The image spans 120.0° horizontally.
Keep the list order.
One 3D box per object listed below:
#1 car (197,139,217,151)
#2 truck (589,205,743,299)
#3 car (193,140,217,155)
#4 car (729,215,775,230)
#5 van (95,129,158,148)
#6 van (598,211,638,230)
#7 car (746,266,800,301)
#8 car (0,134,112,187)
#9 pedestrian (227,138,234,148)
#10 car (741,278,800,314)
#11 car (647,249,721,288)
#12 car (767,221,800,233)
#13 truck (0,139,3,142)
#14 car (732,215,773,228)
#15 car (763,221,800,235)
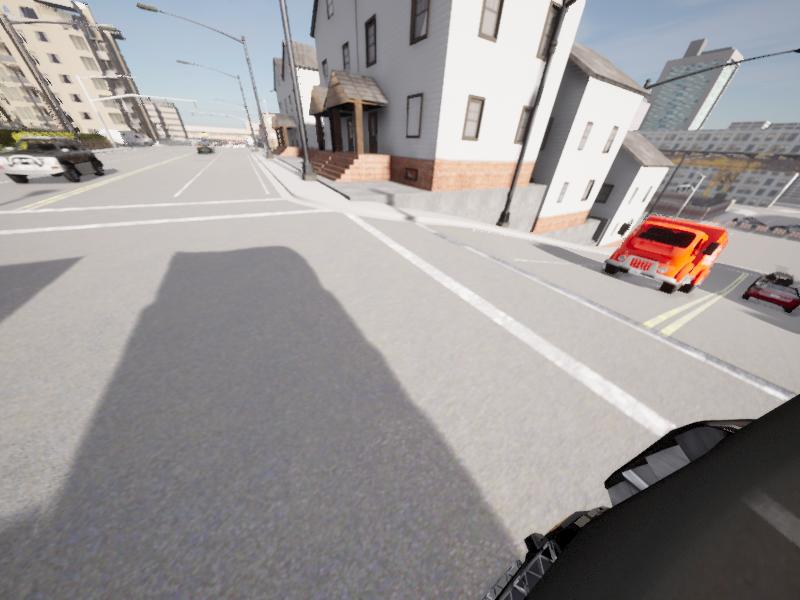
[{"bbox_3d":[-35.535,-28.473,42.456,1.851,1.617,3.988,-26,43,-36],"label":"car"},{"bbox_3d":[10.844,-1.873,9.429,5.204,2.467,2.627,-3,31,-34],"label":"truck"},{"bbox_3d":[-29.361,-23.082,34.922,2.038,1.542,4.974,-16,39,-26],"label":"car"},{"bbox_3d":[68.091,-15.106,44.805,2.038,1.542,4.974,10,34,10],"label":"car"},{"bbox_3d":[-48.344,-28.741,41.126,6.366,2.431,2.351,-15,38,-25],"label":"van"},{"bbox_3d":[38.106,-14.009,40.503,1.775,1.987,4.442,-16,38,-26],"label":"van"},{"bbox_3d":[33.313,-1.560,20.488,4.605,1.855,1.932,-10,35,-30],"label":"car"},{"bbox_3d":[-17.118,-7.005,11.428,1.932,1.855,4.605,-16,38,-26],"label":"car"},{"bbox_3d":[-40.176,-37.171,54.712,0.751,1.860,0.751,-10,36,-18],"label":"pedestrian"},{"bbox_3d":[24.798,-0.370,15.325,4.181,1.385,1.994,-3,32,-34],"label":"car"},{"bbox_3d":[16.581,-1.804,13.467,4.193,1.474,1.816,-3,31,-33],"label":"car"},{"bbox_3d":[70.427,-12.923,41.425,4.536,1.218,1.853,16,36,18],"label":"car"},{"bbox_3d":[-65.417,-24.666,32.447,8.468,3.827,2.891,-15,38,-25],"label":"truck"},{"bbox_3d":[68.110,-15.265,44.759,1.853,1.218,4.536,10,34,10],"label":"car"},{"bbox_3d":[70.372,-12.805,41.529,4.974,1.542,2.038,16,36,18],"label":"car"}]
